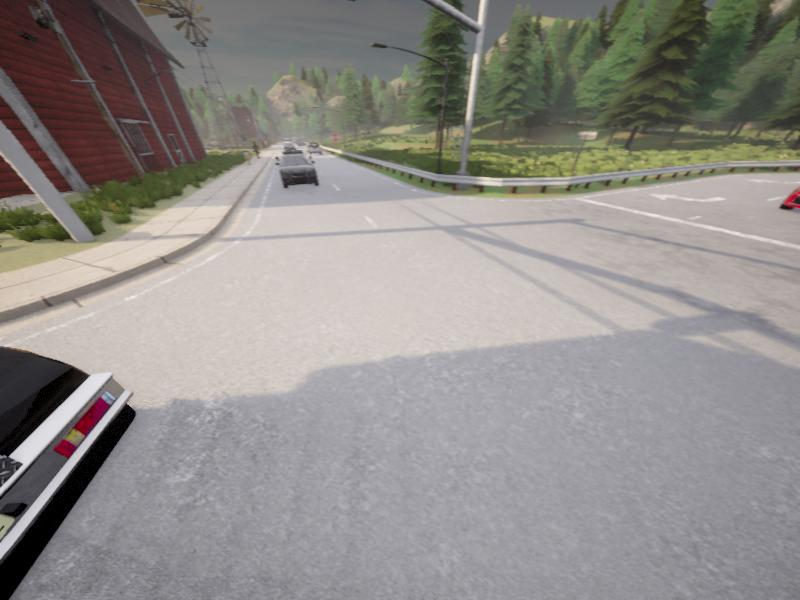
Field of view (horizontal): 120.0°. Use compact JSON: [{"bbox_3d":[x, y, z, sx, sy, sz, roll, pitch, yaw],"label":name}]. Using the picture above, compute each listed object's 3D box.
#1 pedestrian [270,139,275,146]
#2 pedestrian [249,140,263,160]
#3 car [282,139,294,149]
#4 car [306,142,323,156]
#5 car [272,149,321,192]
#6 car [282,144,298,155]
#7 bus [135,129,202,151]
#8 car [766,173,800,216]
[{"bbox_3d":[-40.003,-49.659,72.688,0.751,1.860,0.751,-25,42,-30],"label":"pedestrian"},{"bbox_3d":[-17.088,-17.820,27.442,0.751,1.860,0.751,-14,37,-18],"label":"pedestrian"},{"bbox_3d":[-28.705,-40.060,59.118,2.150,2.045,5.566,-14,37,-17],"label":"car"},{"bbox_3d":[-13.308,-23.418,35.779,1.851,1.617,3.988,-14,37,-18],"label":"car"},{"bbox_3d":[-6.141,-7.849,13.699,1.930,1.638,5.238,-14,37,-17],"label":"car"},{"bbox_3d":[-17.980,-24.528,37.696,1.895,1.301,4.718,-14,37,-17],"label":"car"},{"bbox_3d":[-57.178,-40.050,57.704,3.944,4.253,10.273,17,39,23],"label":"bus"},{"bbox_3d":[15.261,-3.704,7.401,4.611,1.667,2.242,-14,38,-18],"label":"car"}]
